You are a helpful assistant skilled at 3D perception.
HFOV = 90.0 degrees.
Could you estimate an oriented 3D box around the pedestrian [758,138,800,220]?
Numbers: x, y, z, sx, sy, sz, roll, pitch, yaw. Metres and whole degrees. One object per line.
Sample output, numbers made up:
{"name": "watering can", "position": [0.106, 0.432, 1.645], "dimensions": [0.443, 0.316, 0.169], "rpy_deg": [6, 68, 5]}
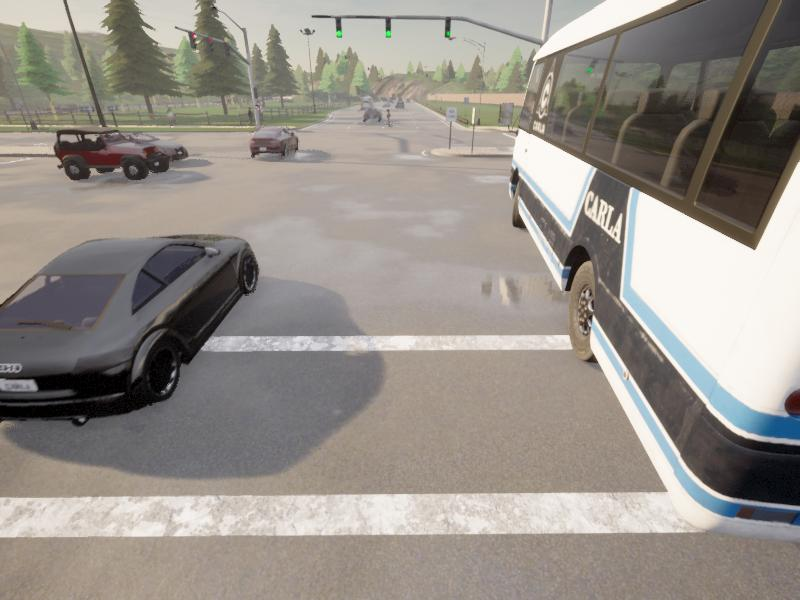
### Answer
{"name": "pedestrian", "position": [10.047, -3.028, 10.029], "dimensions": [0.751, 1.860, 0.751], "rpy_deg": [-2, 27, -5]}

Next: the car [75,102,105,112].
{"name": "car", "position": [-61.062, -38.054, 78.851], "dimensions": [2.033, 1.649, 4.856], "rpy_deg": [0, 27, 0]}

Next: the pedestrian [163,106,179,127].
{"name": "pedestrian", "position": [-22.675, -18.211, 39.622], "dimensions": [0.751, 1.860, 0.751], "rpy_deg": [2, 27, 3]}

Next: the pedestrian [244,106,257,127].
{"name": "pedestrian", "position": [-14.580, -17.911, 39.038], "dimensions": [0.751, 1.860, 0.751], "rpy_deg": [2, 27, 4]}

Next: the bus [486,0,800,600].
{"name": "bus", "position": [3.875, -2.103, 6.052], "dimensions": [3.944, 4.253, 10.273], "rpy_deg": [3, 27, 6]}

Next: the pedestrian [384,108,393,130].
{"name": "pedestrian", "position": [-1.073, -17.362, 38.304], "dimensions": [0.751, 1.860, 0.751], "rpy_deg": [1, 27, 3]}

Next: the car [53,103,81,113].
{"name": "car", "position": [-64.570, -37.323, 77.555], "dimensions": [1.851, 1.617, 3.988], "rpy_deg": [0, 27, 0]}

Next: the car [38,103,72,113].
{"name": "car", "position": [-68.061, -37.931, 78.947], "dimensions": [2.152, 1.651, 5.027], "rpy_deg": [0, 27, 0]}

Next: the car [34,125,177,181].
{"name": "car", "position": [-11.644, -5.944, 16.109], "dimensions": [3.866, 1.878, 1.905], "rpy_deg": [0, 27, 1]}

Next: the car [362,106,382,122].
{"name": "car", "position": [-3.459, -23.724, 50.999], "dimensions": [2.152, 1.651, 5.027], "rpy_deg": [0, 27, 0]}

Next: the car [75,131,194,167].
{"name": "car", "position": [-12.668, -7.320, 19.355], "dimensions": [4.181, 1.385, 1.994], "rpy_deg": [0, 27, 1]}

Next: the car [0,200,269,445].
{"name": "car", "position": [-3.497, -0.166, 5.437], "dimensions": [1.994, 1.385, 4.181], "rpy_deg": [0, 27, 0]}

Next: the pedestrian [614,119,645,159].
{"name": "pedestrian", "position": [11.924, -8.370, 20.808], "dimensions": [0.751, 1.860, 0.751], "rpy_deg": [0, 27, 0]}

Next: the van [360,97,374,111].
{"name": "van", "position": [-6.927, -41.483, 84.660], "dimensions": [2.351, 2.431, 6.366], "rpy_deg": [0, 27, 0]}

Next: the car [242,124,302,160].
{"name": "car", "position": [-6.983, -8.903, 22.354], "dimensions": [1.812, 1.442, 4.674], "rpy_deg": [0, 27, 0]}
